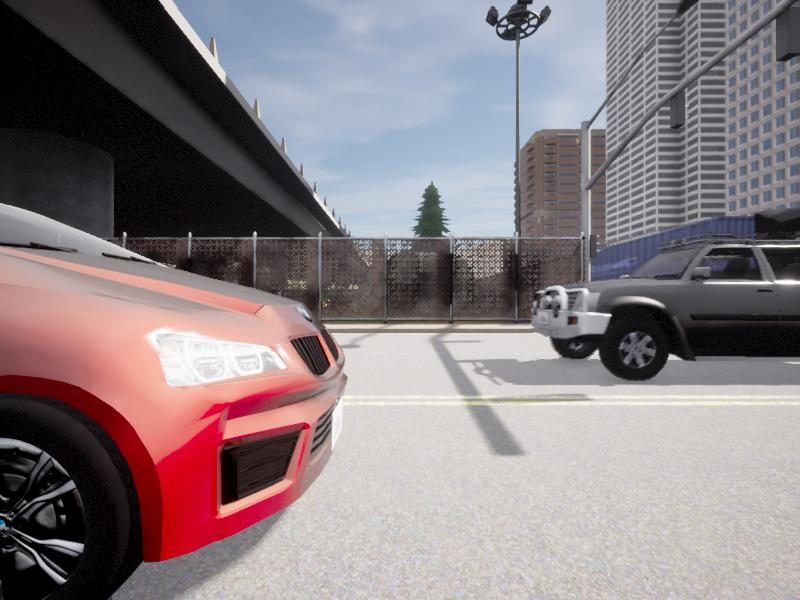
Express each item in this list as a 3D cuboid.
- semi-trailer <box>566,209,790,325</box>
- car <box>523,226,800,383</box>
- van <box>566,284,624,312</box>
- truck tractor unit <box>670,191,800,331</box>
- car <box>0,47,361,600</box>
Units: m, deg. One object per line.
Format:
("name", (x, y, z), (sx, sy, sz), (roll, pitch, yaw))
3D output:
("semi-trailer", (13.554, -1.273, 22.391), (2.717, 4.402, 14.254), (0, 0, 0))
("car", (4.356, 0.055, 5.697), (4.605, 1.855, 1.932), (0, 0, 0))
("van", (15.299, -0.085, 31.643), (2.069, 2.038, 4.480), (0, -2, -5))
("truck tractor unit", (13.526, -1.166, 14.476), (3.053, 4.208, 6.516), (0, 0, -1))
("car", (-2.621, 0.156, 2.179), (4.611, 1.667, 2.242), (0, 0, 0))
